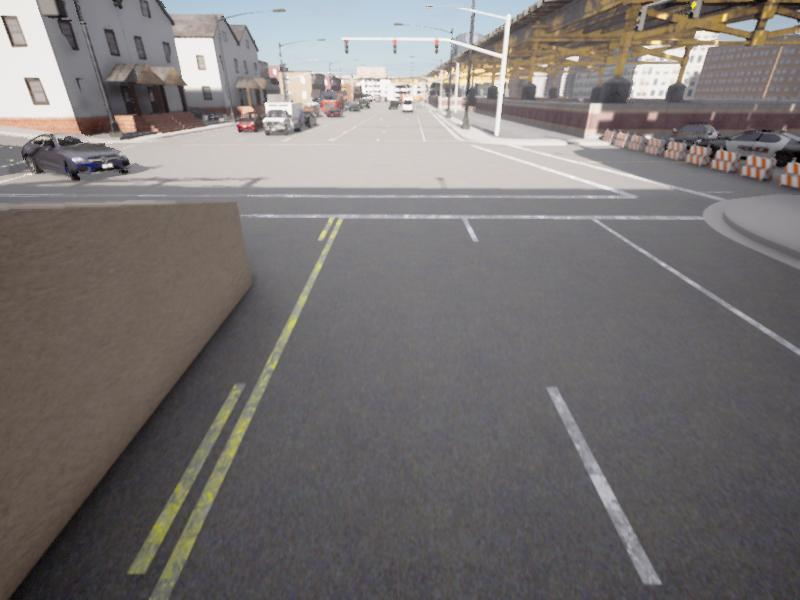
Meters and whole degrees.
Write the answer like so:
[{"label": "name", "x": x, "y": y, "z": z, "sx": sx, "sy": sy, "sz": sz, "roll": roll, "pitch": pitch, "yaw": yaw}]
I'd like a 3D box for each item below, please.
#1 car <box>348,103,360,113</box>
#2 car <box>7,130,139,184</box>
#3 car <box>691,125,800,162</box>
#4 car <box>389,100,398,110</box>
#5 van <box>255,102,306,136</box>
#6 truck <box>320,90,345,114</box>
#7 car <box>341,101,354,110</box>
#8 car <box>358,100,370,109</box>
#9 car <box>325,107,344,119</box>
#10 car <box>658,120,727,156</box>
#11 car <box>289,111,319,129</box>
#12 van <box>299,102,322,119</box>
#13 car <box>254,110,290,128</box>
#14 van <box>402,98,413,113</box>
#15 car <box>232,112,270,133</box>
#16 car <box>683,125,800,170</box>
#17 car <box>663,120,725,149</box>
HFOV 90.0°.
[{"label": "car", "x": -8.982, "y": -37.651, "z": 78.449, "sx": 1.837, "sy": 1.490, "sz": 4.892, "roll": 1, "pitch": 27, "yaw": 1}, {"label": "car", "x": -13.785, "y": -6.140, "z": 16.883, "sx": 5.027, "sy": 1.651, "sz": 2.152, "roll": 14, "pitch": 30, "yaw": 26}, {"label": "car", "x": 17.492, "y": -7.819, "z": 19.759, "sx": 1.853, "sy": 1.218, "sz": 4.536, "roll": -18, "pitch": 32, "yaw": -31}, {"label": "car", "x": -1.528, "y": -45.606, "z": 93.504, "sx": 1.905, "sy": 1.878, "sz": 3.866, "roll": 1, "pitch": 27, "yaw": 1}, {"label": "van", "x": -10.273, "y": -16.001, "z": 35.209, "sx": 2.351, "sy": 2.431, "sz": 6.366, "roll": 1, "pitch": 27, "yaw": 1}, {"label": "truck", "x": -12.577, "y": -37.364, "z": 75.350, "sx": 2.891, "sy": 3.827, "sz": 8.468, "roll": 0, "pitch": 27, "yaw": 1}, {"label": "car", "x": -12.068, "y": -44.971, "z": 92.398, "sx": 2.097, "sy": 1.767, "sz": 4.553, "roll": 1, "pitch": 27, "yaw": 1}, {"label": "car", "x": -8.471, "y": -46.734, "z": 95.555, "sx": 2.150, "sy": 2.045, "sz": 5.566, "roll": 1, "pitch": 27, "yaw": 1}, {"label": "car", "x": -9.574, "y": -27.431, "z": 58.656, "sx": 1.994, "sy": 1.385, "sz": 4.181, "roll": 1, "pitch": 27, "yaw": 1}, {"label": "car", "x": 17.573, "y": -9.801, "z": 23.967, "sx": 4.974, "sy": 1.542, "sz": 2.038, "roll": -25, "pitch": 36, "yaw": -39}, {"label": "car", "x": -10.062, "y": -19.100, "z": 42.274, "sx": 1.837, "sy": 1.490, "sz": 4.892, "roll": 1, "pitch": 27, "yaw": 1}, {"label": "van", "x": -13.069, "y": -27.813, "z": 58.672, "sx": 2.069, "sy": 2.038, "sz": 4.480, "roll": 1, "pitch": 27, "yaw": 1}, {"label": "car", "x": -13.546, "y": -19.296, "z": 42.646, "sx": 2.128, "sy": 1.511, "sz": 4.902, "roll": 1, "pitch": 27, "yaw": 1}, {"label": "van", "x": 1.547, "y": -38.501, "z": 78.933, "sx": 1.988, "sy": 2.561, "sz": 5.915, "roll": 1, "pitch": 27, "yaw": 1}, {"label": "car", "x": -13.721, "y": -16.512, "z": 37.113, "sx": 1.851, "sy": 1.617, "sz": 3.988, "roll": 1, "pitch": 27, "yaw": 1}, {"label": "car", "x": 17.462, "y": -7.699, "z": 19.868, "sx": 2.038, "sy": 1.542, "sz": 4.974, "roll": -18, "pitch": 32, "yaw": -31}, {"label": "car", "x": 17.610, "y": -9.958, "z": 23.928, "sx": 4.536, "sy": 1.218, "sz": 1.853, "roll": -25, "pitch": 36, "yaw": -39}]
